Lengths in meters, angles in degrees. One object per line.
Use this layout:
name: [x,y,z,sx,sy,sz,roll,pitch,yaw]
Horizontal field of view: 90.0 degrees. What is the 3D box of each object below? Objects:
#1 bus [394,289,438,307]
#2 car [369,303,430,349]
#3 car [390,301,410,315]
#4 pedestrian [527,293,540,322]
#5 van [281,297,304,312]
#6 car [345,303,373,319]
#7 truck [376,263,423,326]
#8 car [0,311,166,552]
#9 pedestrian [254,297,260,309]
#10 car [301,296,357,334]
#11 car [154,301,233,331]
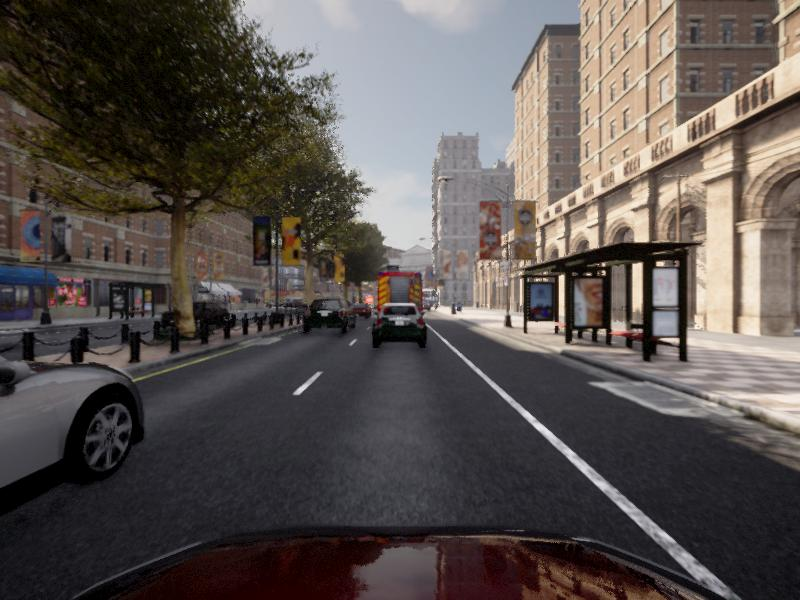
bus: [3.946,-0.554,98.807,10.273,4.253,3.944,0,2,30]
car: [-0.013,0.850,14.897,1.970,1.475,3.806,0,0,0]
car: [-0.012,0.826,44.168,2.128,1.511,4.902,0,0,0]
pedestrian: [8.587,0.479,25.696,0.751,1.860,0.751,0,0,17]
van: [-15.014,0.557,56.298,2.069,2.038,4.480,0,0,0]
car: [-3.510,0.935,34.928,1.895,1.301,4.718,0,0,0]
truck: [-0.003,-0.328,28.782,2.891,3.827,8.468,0,0,0]
car: [-3.504,0.853,2.401,1.970,1.475,3.806,0,0,0]
pedestrian: [-23.576,0.470,66.082,0.751,1.860,0.751,0,0,4]
car: [-3.509,0.690,20.731,2.097,1.767,4.553,0,0,0]
car: [-11.505,0.817,22.748,1.882,1.535,5.008,0,0,0]
